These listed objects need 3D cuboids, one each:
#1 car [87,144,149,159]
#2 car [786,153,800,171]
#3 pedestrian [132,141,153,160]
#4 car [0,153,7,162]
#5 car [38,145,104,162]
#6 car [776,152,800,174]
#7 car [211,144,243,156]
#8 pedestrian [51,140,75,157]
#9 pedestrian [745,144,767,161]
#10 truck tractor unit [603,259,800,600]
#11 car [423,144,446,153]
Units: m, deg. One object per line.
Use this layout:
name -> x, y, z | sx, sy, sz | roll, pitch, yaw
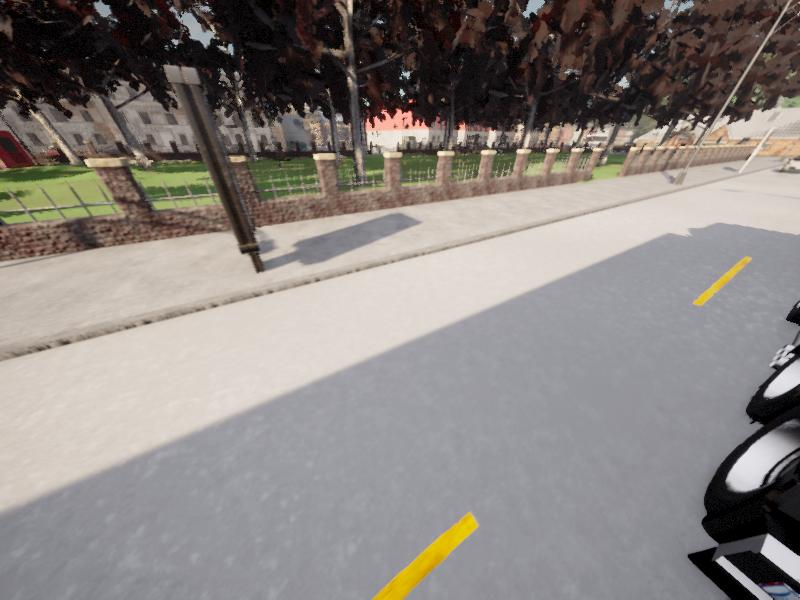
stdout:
car -> -37.989, -20.188, 31.355 | 4.902, 1.511, 2.128 | -18, 39, -25
car -> 41.239, -13.828, 23.016 | 5.357, 1.411, 2.033 | -19, 39, -25
pedestrian -> -30.703, -17.899, 27.600 | 0.751, 1.860, 0.751 | -12, 37, -16
car -> -45.632, -15.189, 23.785 | 4.605, 1.855, 1.932 | -18, 39, -24
car -> -38.558, -17.313, 27.250 | 3.806, 1.475, 1.970 | -19, 39, -25
car -> 35.398, -12.020, 20.248 | 3.633, 1.501, 1.845 | -19, 39, -26
car -> -27.305, -23.756, 36.555 | 3.633, 1.501, 1.845 | -19, 39, -25
pedestrian -> -44.520, -20.018, 30.524 | 0.751, 1.860, 0.751 | 4, 35, 5
pedestrian -> 47.947, -19.864, 31.117 | 0.751, 1.860, 0.751 | -18, 39, -24
truck tractor unit -> 5.102, -0.309, 0.798 | 6.516, 4.208, 3.053 | -19, 39, -25
car -> 7.458, -32.655, 49.654 | 4.514, 1.525, 2.007 | -18, 39, -25
